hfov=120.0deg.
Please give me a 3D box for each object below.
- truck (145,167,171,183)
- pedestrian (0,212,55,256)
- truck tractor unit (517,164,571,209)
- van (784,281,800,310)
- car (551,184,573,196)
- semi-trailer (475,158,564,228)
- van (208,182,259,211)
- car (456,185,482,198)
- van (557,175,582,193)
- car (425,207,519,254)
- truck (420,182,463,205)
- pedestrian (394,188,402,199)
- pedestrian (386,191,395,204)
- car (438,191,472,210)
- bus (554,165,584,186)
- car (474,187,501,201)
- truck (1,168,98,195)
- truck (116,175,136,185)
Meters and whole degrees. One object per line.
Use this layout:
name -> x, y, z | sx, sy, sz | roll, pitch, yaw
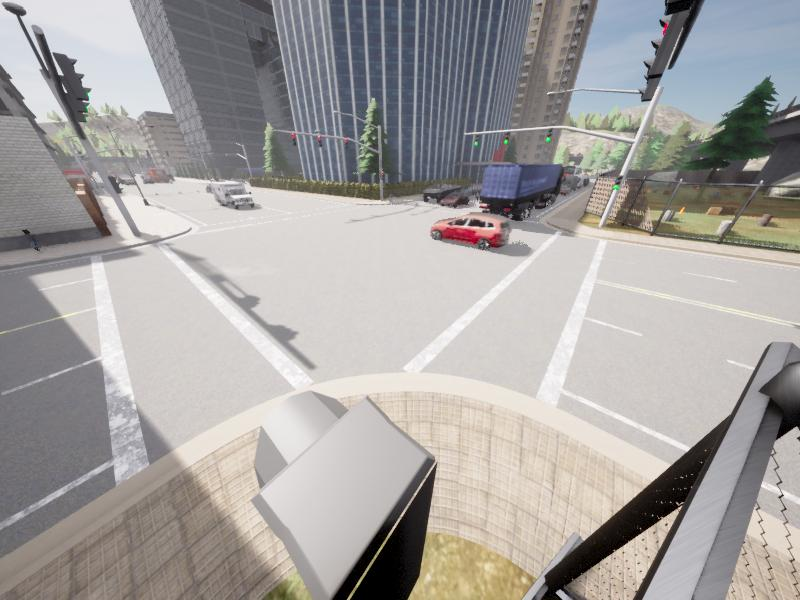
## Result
truck -> -69.999, -36.109, 66.715 | 8.468, 3.827, 2.891 | 23, 37, 34
pedestrian -> -18.061, -3.202, 11.227 | 0.751, 1.860, 0.751 | 21, 36, 32
truck tractor unit -> 16.666, -13.275, 26.661 | 3.053, 4.208, 6.516 | 22, 37, 34
van -> 14.771, 0.085, 5.873 | 4.442, 1.987, 1.775 | 23, 37, 34
car -> 25.950, -17.573, 36.963 | 1.994, 1.385, 4.181 | 23, 37, 34
semi-trailer -> 11.584, -10.325, 21.360 | 2.717, 4.402, 14.254 | 23, 37, 34
van -> -18.938, -11.898, 26.187 | 6.366, 2.431, 2.351 | 23, 37, 34
car -> 10.641, -16.641, 35.275 | 1.812, 1.442, 4.674 | 23, 37, 34
van -> 30.940, -21.257, 42.174 | 1.988, 2.561, 5.915 | 25, 39, 37
car -> 4.080, -4.269, 13.669 | 4.611, 1.667, 2.242 | 23, 37, 34
truck -> 5.478, -13.848, 29.782 | 2.390, 2.098, 6.274 | 23, 37, 34
pedestrian -> -0.225, -14.577, 31.489 | 0.751, 1.300, 0.751 | 20, 36, 31
pedestrian -> -1.082, -12.147, 27.348 | 0.751, 1.300, 0.751 | 23, 37, 34
car -> 6.241, -11.308, 26.006 | 1.816, 1.474, 4.193 | 23, 37, 34
bus -> 43.269, -31.961, 59.001 | 3.944, 4.253, 10.273 | 23, 37, 34
car -> 12.249, -14.845, 32.238 | 1.994, 1.385, 4.181 | 23, 37, 34
truck -> -61.088, -21.174, 40.847 | 2.891, 3.827, 8.468 | 23, 37, 34
truck -> -72.075, -31.664, 60.745 | 6.274, 2.098, 2.390 | 23, 37, 34
